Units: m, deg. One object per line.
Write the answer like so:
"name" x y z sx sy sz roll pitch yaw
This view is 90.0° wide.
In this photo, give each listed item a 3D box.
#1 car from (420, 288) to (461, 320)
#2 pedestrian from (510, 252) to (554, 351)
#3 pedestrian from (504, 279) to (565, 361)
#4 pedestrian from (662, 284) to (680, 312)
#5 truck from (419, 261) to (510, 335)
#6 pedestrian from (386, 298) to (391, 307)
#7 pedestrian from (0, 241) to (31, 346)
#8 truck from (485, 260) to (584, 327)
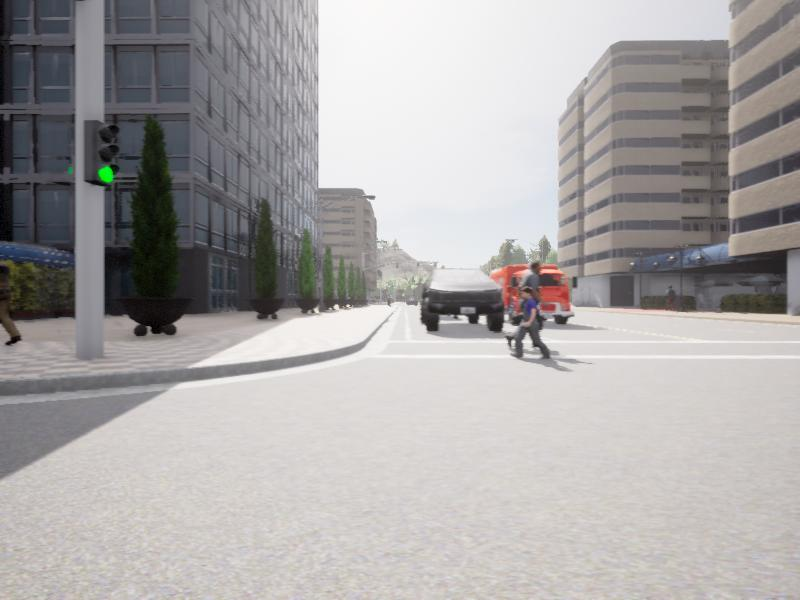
"car" 2.119 0.201 22.363 1.801 1.575 5.366 0 0 1
"pedestrian" 2.602 0.037 7.956 0.751 1.860 0.751 0 0 11
"pedestrian" 2.212 0.317 6.675 0.751 1.300 0.751 0 0 -1
"pedestrian" 18.571 -0.121 27.424 0.751 1.860 0.751 0 0 -12
"truck" 1.985 -0.058 14.530 2.390 2.098 6.274 0 0 1
"pedestrian" -1.383 0.266 49.397 0.500 1.100 0.500 0 0 15
"pedestrian" -7.495 -0.112 7.347 0.751 1.860 0.751 0 0 0
"truck" 5.528 -0.245 17.435 2.627 2.467 5.204 0 0 1
